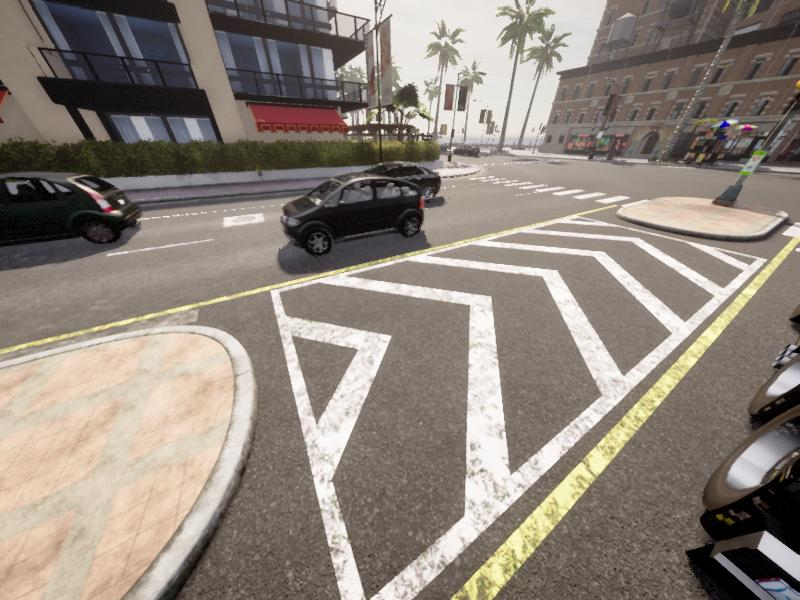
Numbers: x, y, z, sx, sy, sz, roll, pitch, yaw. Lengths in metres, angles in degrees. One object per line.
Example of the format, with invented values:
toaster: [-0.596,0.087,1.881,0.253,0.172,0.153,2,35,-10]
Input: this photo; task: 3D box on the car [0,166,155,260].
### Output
car: [-9.243,-2.123,5.571,3.988,1.617,1.851,-18,39,-24]

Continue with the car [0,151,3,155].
car: [-62.242,-21.986,33.805,2.163,1.488,4.792,-18,39,-25]

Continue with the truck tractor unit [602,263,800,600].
truck tractor unit: [5.106,-0.307,0.781,6.516,4.208,3.053,-18,39,-24]

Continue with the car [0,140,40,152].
car: [-74.817,-30.520,45.618,1.932,1.855,4.605,-18,39,-25]

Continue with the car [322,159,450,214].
car: [-0.467,-4.940,9.780,4.892,1.490,1.837,-18,39,-24]

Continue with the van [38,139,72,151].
van: [-73.430,-33.187,49.319,2.069,2.038,4.480,-18,39,-25]

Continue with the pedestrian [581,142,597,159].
pedestrian: [25.867,-20.444,31.611,0.751,1.860,0.751,-13,37,-18]

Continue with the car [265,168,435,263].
car: [-1.189,-2.420,6.103,3.705,1.549,1.789,-18,39,-24]

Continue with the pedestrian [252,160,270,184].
pedestrian: [-7.813,-7.206,13.014,0.500,1.100,0.500,-9,36,-13]

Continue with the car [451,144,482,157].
car: [10.869,-24.697,38.080,2.242,1.667,4.611,-18,39,-24]
